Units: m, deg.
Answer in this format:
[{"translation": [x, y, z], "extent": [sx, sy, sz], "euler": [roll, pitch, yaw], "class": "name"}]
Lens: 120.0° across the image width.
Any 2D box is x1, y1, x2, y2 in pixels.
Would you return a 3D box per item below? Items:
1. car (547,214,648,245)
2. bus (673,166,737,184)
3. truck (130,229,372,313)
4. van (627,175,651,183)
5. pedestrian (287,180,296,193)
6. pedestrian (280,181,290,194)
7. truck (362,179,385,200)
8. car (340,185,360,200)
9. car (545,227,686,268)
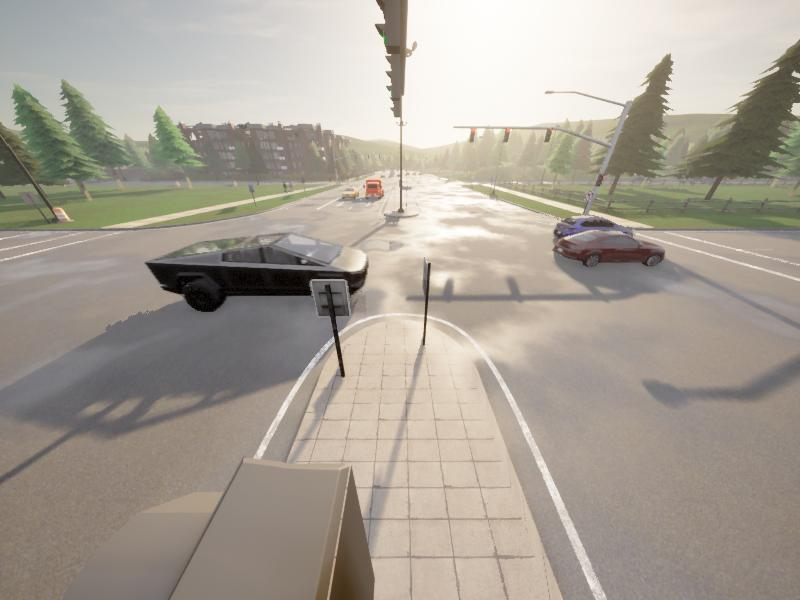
[{"translation": [11.870, -4.350, 14.166], "extent": [4.193, 1.474, 1.816], "euler": [0, 30, 0], "class": "car"}, {"translation": [83.474, -34.406, 63.439], "extent": [10.273, 4.253, 3.944], "euler": [0, 30, 0], "class": "bus"}, {"translation": [-4.273, -1.090, 7.895], "extent": [6.274, 2.098, 2.390], "euler": [0, 30, 0], "class": "truck"}, {"translation": [69.407, -35.230, 67.137], "extent": [4.442, 1.987, 1.775], "euler": [0, 30, 0], "class": "van"}, {"translation": [-18.474, -19.269, 39.268], "extent": [0.751, 1.860, 0.751], "euler": [3, 30, 5], "class": "pedestrian"}, {"translation": [-18.773, -18.384, 37.735], "extent": [0.751, 1.860, 0.751], "euler": [3, 30, 6], "class": "pedestrian"}, {"translation": [-3.776, -16.284, 33.842], "extent": [2.627, 2.467, 5.204], "euler": [0, 30, 0], "class": "truck"}, {"translation": [-7.276, -15.902, 34.069], "extent": [1.801, 1.575, 5.366], "euler": [0, 30, 0], "class": "car"}, {"translation": [10.052, -2.586, 11.141], "extent": [4.674, 1.442, 1.812], "euler": [-1, 30, -1], "class": "car"}]
